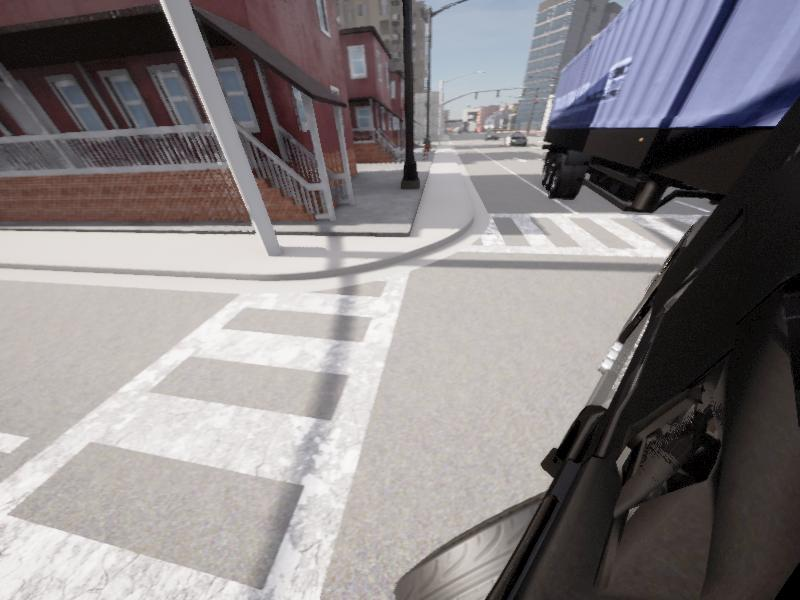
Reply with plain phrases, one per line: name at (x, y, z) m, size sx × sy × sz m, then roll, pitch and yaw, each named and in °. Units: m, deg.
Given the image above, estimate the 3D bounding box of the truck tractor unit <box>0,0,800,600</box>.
truck tractor unit at (2.645, -0.295, 0.351) m, size 6.516 × 4.208 × 3.053 m, roll -28°, pitch 44°, yaw -30°

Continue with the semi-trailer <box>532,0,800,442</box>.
semi-trailer at (6.129, -4.553, 5.775) m, size 2.717 × 4.402 × 14.254 m, roll 10°, pitch 38°, yaw 17°

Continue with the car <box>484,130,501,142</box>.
car at (18.015, -32.175, 45.237) m, size 2.242 × 1.667 × 4.611 m, roll 3°, pitch 36°, yaw 9°

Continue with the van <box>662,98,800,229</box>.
van at (10.428, -3.076, 5.141) m, size 2.351 × 2.431 × 6.366 m, roll 2°, pitch 36°, yaw 7°

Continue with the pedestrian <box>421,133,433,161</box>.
pedestrian at (2.163, -12.294, 18.571) m, size 0.751 × 1.860 × 0.751 m, roll 7°, pitch 37°, yaw 13°

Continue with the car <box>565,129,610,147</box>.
car at (21.574, -18.921, 26.868) m, size 1.882 × 1.535 × 5.008 m, roll 3°, pitch 37°, yaw 9°

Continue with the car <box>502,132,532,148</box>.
car at (15.085, -20.910, 30.085) m, size 2.038 × 1.542 × 4.974 m, roll 3°, pitch 36°, yaw 9°
